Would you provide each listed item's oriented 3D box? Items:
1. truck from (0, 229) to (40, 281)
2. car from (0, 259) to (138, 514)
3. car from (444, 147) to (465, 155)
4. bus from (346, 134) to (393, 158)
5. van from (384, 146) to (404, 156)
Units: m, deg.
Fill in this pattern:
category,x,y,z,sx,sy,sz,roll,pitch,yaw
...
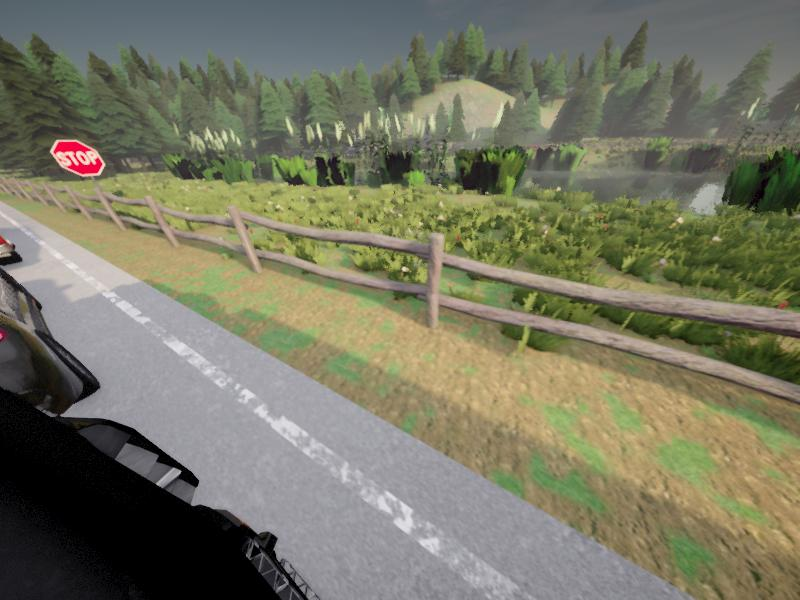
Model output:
category,x,y,z,sx,sy,sz,roll,pitch,yaw
truck,-11.402,-1.722,4.933,5.204,2.467,2.627,16,38,26
car,-5.306,0.409,2.124,5.027,1.651,2.152,16,38,26
car,12.370,-33.943,52.482,4.181,1.385,1.994,11,36,19
bus,-7.174,-36.912,55.573,10.273,4.253,3.944,10,36,18
van,-1.412,-36.760,57.014,4.442,1.987,1.775,10,36,18
